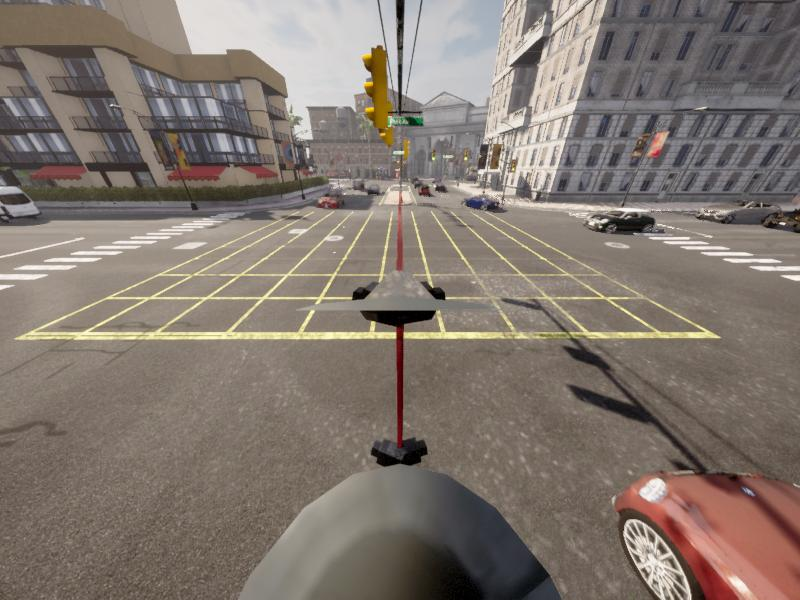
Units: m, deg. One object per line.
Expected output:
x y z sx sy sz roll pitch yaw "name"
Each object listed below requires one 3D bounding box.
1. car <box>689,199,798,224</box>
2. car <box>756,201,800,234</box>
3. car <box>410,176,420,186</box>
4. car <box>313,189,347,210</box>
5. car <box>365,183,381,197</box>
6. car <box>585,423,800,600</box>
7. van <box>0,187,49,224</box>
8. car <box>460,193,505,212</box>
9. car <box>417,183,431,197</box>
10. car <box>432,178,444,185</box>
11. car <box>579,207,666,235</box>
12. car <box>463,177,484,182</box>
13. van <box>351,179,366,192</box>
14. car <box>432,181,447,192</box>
28.323 -7.433 19.258 5.027 1.651 2.152 0 30 0 "car"
28.844 -5.804 16.166 3.866 1.878 1.905 0 30 0 "car"
3.616 -29.923 57.957 1.932 1.855 4.605 -1 30 -3 "car"
-7.702 -11.347 25.993 2.242 1.667 4.611 0 30 0 "car"
-4.180 -17.719 37.053 1.930 1.638 5.238 0 30 0 "car"
3.685 3.286 0.692 2.152 1.651 5.027 0 30 0 "car"
-33.954 -7.748 18.884 5.915 2.561 1.988 0 30 0 "van"
8.771 -10.623 25.036 1.994 1.385 4.181 -17 34 -27 "car"
3.823 -17.728 37.106 1.851 1.617 3.988 0 30 0 "car"
9.626 -29.853 58.183 1.845 1.501 3.633 14 33 24 "car"
15.401 -5.592 16.215 3.806 1.475 1.970 0 30 -1 "car"
22.043 -36.290 69.453 5.357 1.411 2.033 0 30 1 "car"
-7.660 -21.297 42.908 1.775 1.987 4.442 0 30 0 "van"
7.342 -21.374 43.492 2.038 1.542 4.974 0 30 0 "car"
